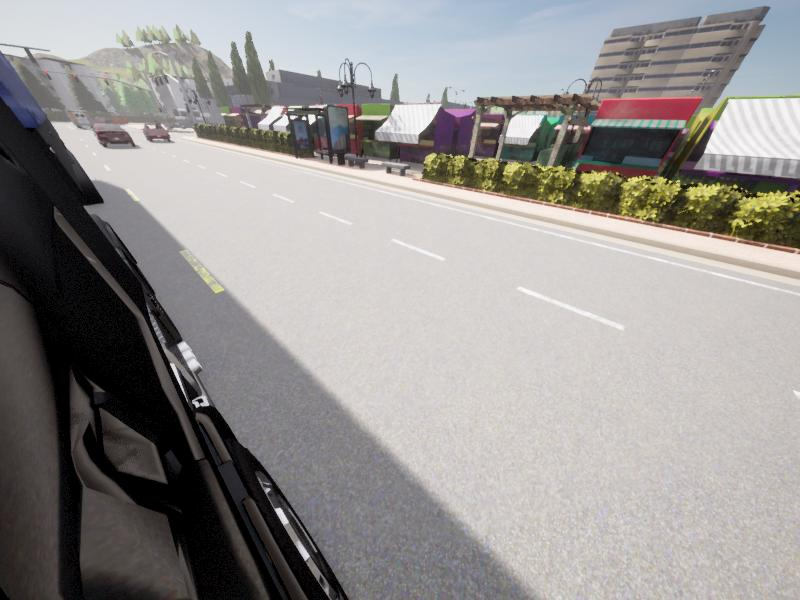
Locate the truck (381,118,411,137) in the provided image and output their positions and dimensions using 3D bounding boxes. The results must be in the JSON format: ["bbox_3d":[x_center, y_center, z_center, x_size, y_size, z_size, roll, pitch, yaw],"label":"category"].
[{"bbox_3d":[-1.092,-46.406,62.378,2.891,3.827,8.468,30,44,31],"label":"truck"}]

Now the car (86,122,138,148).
[{"bbox_3d":[-24.005,-13.762,19.229,5.008,1.535,1.882,29,44,30],"label":"car"}]

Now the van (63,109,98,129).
[{"bbox_3d":[-55.067,-31.194,39.809,6.366,2.431,2.351,28,44,30],"label":"van"}]

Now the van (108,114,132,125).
[{"bbox_3d":[-67.617,-43.525,55.856,1.775,1.987,4.442,-14,40,-21],"label":"van"}]

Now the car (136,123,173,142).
[{"bbox_3d":[-25.604,-17.489,24.112,3.633,1.501,1.845,31,45,33],"label":"car"}]

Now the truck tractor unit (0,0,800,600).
[{"bbox_3d":[-2.645,-0.295,0.351,6.516,4.208,3.053,28,44,30],"label":"truck tractor unit"}]

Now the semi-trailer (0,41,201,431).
[{"bbox_3d":[-8.683,-3.618,4.239,14.254,4.402,2.717,28,44,30],"label":"semi-trailer"}]
